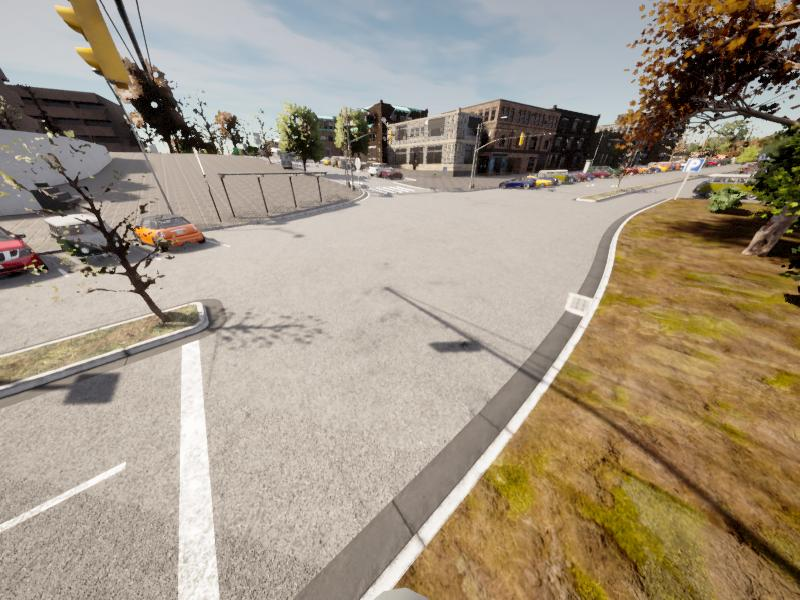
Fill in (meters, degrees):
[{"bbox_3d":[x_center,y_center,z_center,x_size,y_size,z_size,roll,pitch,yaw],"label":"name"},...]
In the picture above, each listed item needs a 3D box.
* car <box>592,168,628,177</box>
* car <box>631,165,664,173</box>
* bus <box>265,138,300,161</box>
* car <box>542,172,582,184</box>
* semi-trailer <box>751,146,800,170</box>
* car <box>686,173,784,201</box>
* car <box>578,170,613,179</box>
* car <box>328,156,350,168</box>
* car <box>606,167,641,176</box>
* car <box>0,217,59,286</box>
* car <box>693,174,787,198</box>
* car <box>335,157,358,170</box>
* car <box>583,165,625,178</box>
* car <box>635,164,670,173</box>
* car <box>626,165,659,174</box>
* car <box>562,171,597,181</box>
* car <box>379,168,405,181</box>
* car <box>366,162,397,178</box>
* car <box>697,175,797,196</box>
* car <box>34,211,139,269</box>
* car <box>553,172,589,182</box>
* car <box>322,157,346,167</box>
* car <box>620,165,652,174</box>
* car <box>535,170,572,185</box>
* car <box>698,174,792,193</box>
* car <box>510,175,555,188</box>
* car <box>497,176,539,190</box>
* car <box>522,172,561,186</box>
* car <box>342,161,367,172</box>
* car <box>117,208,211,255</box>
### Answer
[{"bbox_3d":[41.921,-25.455,46.197,5.008,1.535,2.097,20,37,33],"label":"car"},{"bbox_3d":[57.558,-30.497,53.847,5.008,1.535,2.097,22,37,35],"label":"car"},{"bbox_3d":[-29.276,-37.519,57.465,3.944,4.253,10.273,-23,42,-34],"label":"bus"},{"bbox_3d":[26.611,-20.140,38.075,4.892,1.521,2.231,19,36,32],"label":"car"},{"bbox_3d":[87.894,-33.207,54.035,14.254,4.402,2.717,-17,34,-24],"label":"semi-trailer"},{"bbox_3d":[30.571,-10.506,21.390,4.442,1.987,1.878,20,38,31],"label":"car"},{"bbox_3d":[36.781,-23.674,43.552,4.674,1.452,2.002,20,37,33],"label":"car"},{"bbox_3d":[-12.791,-29.317,49.059,1.878,1.987,4.442,21,37,23],"label":"car"},{"bbox_3d":[47.102,-27.159,48.787,5.008,1.535,2.097,21,38,34],"label":"car"},{"bbox_3d":[-18.453,-2.226,10.271,5.566,2.045,2.435,15,34,27],"label":"car"},{"bbox_3d":[33.092,-11.306,22.797,4.553,1.767,2.185,20,37,31],"label":"car"},{"bbox_3d":[-10.866,-27.919,47.185,1.878,1.987,4.442,21,37,23],"label":"car"},{"bbox_3d":[39.365,-24.796,44.732,5.566,2.045,2.435,20,37,33],"label":"car"},{"bbox_3d":[60.044,-31.365,55.174,5.366,1.575,1.946,22,38,35],"label":"car"},{"bbox_3d":[54.944,-29.664,52.587,4.892,1.521,2.231,22,38,35],"label":"car"},{"bbox_3d":[31.680,-21.906,40.851,4.674,1.452,2.002,19,36,32],"label":"car"},{"bbox_3d":[-1.231,-20.775,38.067,2.002,1.452,4.674,21,37,23],"label":"car"},{"bbox_3d":[-3.124,-22.424,39.795,2.435,2.045,5.566,21,37,23],"label":"car"},{"bbox_3d":[35.730,-12.037,24.127,5.366,1.575,1.946,21,37,31],"label":"car"},{"bbox_3d":[-16.054,-3.211,11.856,4.442,1.987,1.878,15,34,27],"label":"car"},{"bbox_3d":[29.144,-21.005,39.471,4.674,1.452,2.002,19,37,32],"label":"car"},{"bbox_3d":[-14.577,-30.665,51.280,1.946,1.575,5.366,21,37,23],"label":"car"},{"bbox_3d":[52.328,-28.939,51.258,4.553,1.767,2.185,21,38,34],"label":"car"},{"bbox_3d":[24.186,-19.390,36.497,4.442,1.987,1.878,19,36,31],"label":"car"},{"bbox_3d":[37.900,-13.039,25.682,5.366,1.575,1.946,21,38,31],"label":"car"},{"bbox_3d":[19.246,-17.332,33.735,5.366,1.575,1.946,18,36,31],"label":"car"},{"bbox_3d":[16.543,-16.502,32.563,4.792,1.488,2.163,18,36,31],"label":"car"},{"bbox_3d":[21.562,-18.424,35.211,4.553,1.767,2.185,19,36,31],"label":"car"},{"bbox_3d":[-8.914,-26.385,45.522,2.231,1.521,4.892,21,37,23],"label":"car"},{"bbox_3d":[-13.789,-4.164,13.541,4.553,1.767,2.185,15,35,27],"label":"car"}]
